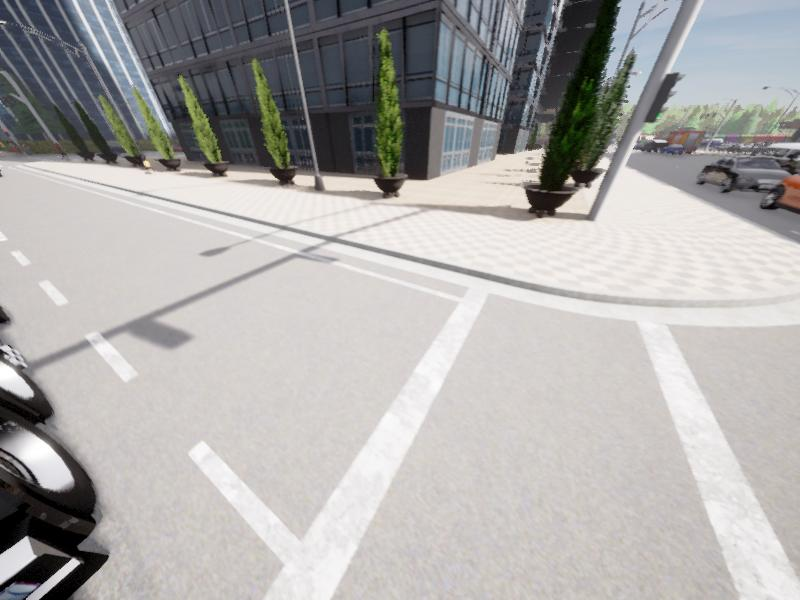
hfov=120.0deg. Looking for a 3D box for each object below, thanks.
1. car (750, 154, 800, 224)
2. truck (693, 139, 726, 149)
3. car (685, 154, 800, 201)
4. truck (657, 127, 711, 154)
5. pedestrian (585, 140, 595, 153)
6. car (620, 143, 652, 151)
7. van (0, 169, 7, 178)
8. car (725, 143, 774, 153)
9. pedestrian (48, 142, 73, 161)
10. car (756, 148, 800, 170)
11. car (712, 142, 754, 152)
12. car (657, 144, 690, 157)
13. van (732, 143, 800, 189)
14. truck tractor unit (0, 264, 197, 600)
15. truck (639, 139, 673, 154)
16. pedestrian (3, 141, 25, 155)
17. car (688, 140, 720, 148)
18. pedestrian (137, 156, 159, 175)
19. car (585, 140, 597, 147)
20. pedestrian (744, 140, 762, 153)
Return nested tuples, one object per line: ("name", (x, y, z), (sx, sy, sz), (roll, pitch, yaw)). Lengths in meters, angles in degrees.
("car", (14.039, -3.157, 6.890), (2.097, 1.767, 4.553), (19, 39, 25))
("truck", (81.698, -41.349, 61.078), (4.478, 2.038, 2.069), (18, 39, 24))
("car", (17.560, -6.475, 11.883), (2.128, 1.511, 4.902), (19, 39, 24))
("truck", (51.984, -29.432, 42.682), (2.891, 3.827, 8.468), (17, 39, 23))
("pedestrian", (32.979, -26.626, 40.091), (0.751, 1.860, 0.751), (22, 41, 28))
("car", (54.965, -35.766, 53.920), (4.674, 1.442, 1.812), (18, 39, 24))
("van", (-31.006, -10.028, 16.678), (4.442, 1.987, 1.775), (21, 40, 27))
("car", (70.375, -30.779, 46.649), (4.974, 1.542, 2.038), (18, 39, 24))
("pedestrian", (-39.031, -17.079, 26.573), (0.751, 1.860, 0.751), (24, 41, 30))
("car", (36.332, -12.952, 21.163), (2.163, 1.488, 4.792), (18, 39, 24))
("car", (74.081, -34.163, 51.537), (4.611, 1.667, 2.242), (18, 39, 24))
("car", (43.529, -24.032, 36.963), (1.882, 1.535, 5.008), (18, 39, 24))
("van", (22.876, -7.930, 13.499), (2.069, 2.038, 4.480), (18, 39, 24))
("truck tractor unit", (-5.112, -0.298, 0.777), (6.516, 4.208, 3.053), (18, 39, 24))
("truck", (48.532, -29.301, 44.006), (2.390, 2.098, 6.274), (17, 39, 23))
("pedestrian", (-62.109, -24.470, 37.162), (0.751, 1.860, 0.751), (-7, 35, -9))
("car", (83.084, -42.729, 63.216), (4.605, 1.855, 1.932), (18, 39, 24))
("pedestrian", (-17.977, -9.589, 16.507), (0.500, 1.100, 0.500), (18, 39, 23))
("car", (59.262, -48.502, 71.703), (2.097, 1.767, 4.553), (18, 39, 24))
("pedestrian", (64.330, -27.969, 42.089), (0.751, 1.860, 0.751), (17, 38, 23))
